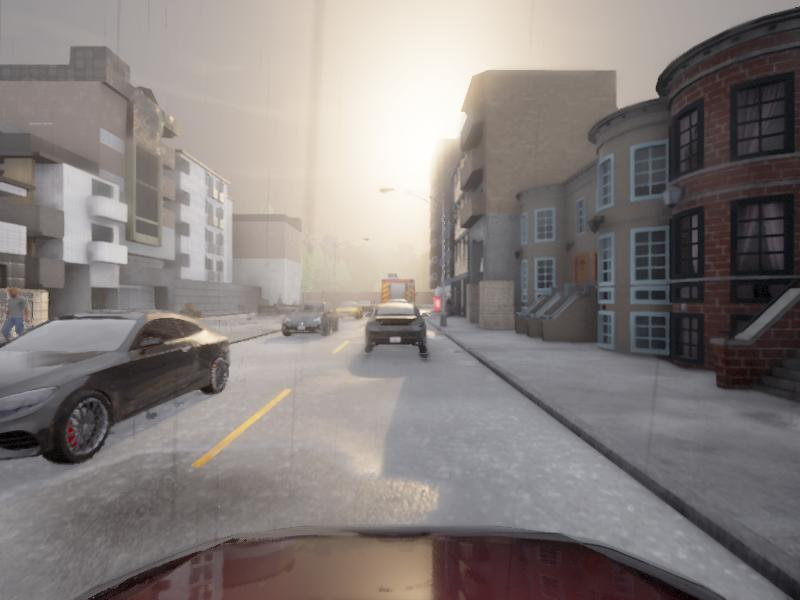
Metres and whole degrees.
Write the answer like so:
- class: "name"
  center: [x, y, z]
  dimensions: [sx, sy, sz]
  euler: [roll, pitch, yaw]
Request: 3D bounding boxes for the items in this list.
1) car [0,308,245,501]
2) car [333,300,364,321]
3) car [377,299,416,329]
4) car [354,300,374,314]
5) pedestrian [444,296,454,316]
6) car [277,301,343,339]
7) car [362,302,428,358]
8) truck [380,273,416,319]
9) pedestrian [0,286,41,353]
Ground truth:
- class: "car"
  center: [-3.952, 0.869, 5.485]
  dimensions: [1.812, 1.442, 4.674]
  euler: [0, 0, 0]
- class: "car"
  center: [-4.073, 0.802, 32.375]
  dimensions: [1.801, 1.575, 5.366]
  euler: [0, 0, 0]
- class: "car"
  center: [-0.183, 0.780, 24.935]
  dimensions: [2.152, 1.651, 5.027]
  euler: [0, 0, 1]
- class: "car"
  center: [-4.238, 0.770, 47.358]
  dimensions: [1.930, 1.638, 5.238]
  euler: [0, 0, -1]
- class: "pedestrian"
  center: [4.621, 0.533, 37.580]
  dimensions: [0.751, 1.860, 0.751]
  euler: [0, 0, -4]
- class: "car"
  center: [-3.992, 0.828, 18.555]
  dimensions: [2.007, 1.525, 4.514]
  euler: [0, 0, 1]
- class: "car"
  center: [-0.111, 0.845, 13.553]
  dimensions: [1.837, 1.490, 4.892]
  euler: [0, 0, 0]
- class: "truck"
  center: [-0.205, -0.322, 37.057]
  dimensions: [2.891, 3.827, 8.468]
  euler: [0, 0, -1]
- class: "pedestrian"
  center: [-11.040, 0.547, 11.499]
  dimensions: [0.751, 1.860, 0.751]
  euler: [0, 0, 3]
